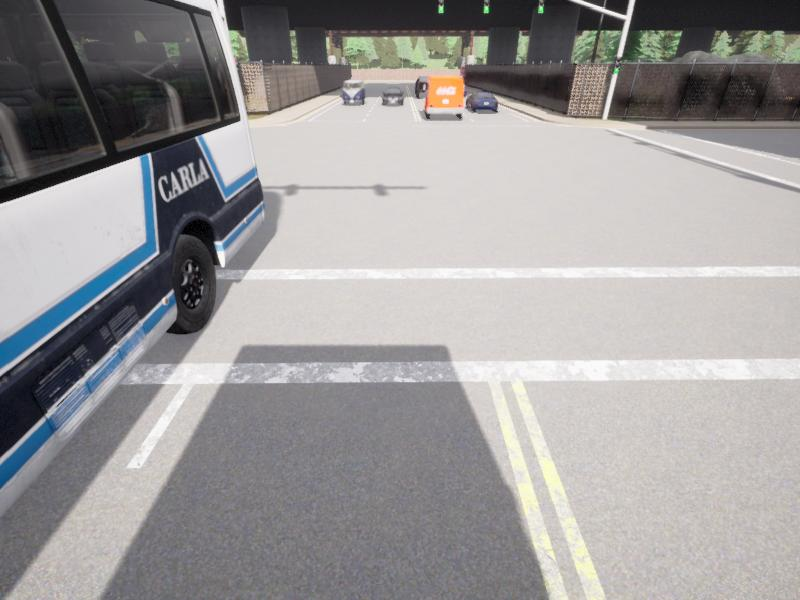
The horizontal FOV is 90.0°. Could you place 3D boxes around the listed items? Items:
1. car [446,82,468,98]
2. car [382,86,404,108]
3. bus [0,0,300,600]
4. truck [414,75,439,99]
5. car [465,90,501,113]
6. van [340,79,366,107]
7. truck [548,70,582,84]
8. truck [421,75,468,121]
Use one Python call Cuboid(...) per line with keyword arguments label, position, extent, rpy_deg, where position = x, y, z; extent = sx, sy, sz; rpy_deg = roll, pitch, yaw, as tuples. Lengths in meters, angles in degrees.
Cuboid(label="car", position=(6.440, -23.898, 45.449), extent=(1.970, 1.475, 3.806), rpy_deg=(0, 30, 0))
Cuboid(label="car", position=(-0.603, -18.059, 35.485), extent=(1.812, 1.442, 4.674), rpy_deg=(0, 30, 0))
Cuboid(label="bus", position=(-3.958, -0.391, 2.462), extent=(3.944, 4.253, 10.273), rpy_deg=(0, 30, 0))
Cuboid(label="truck", position=(2.940, -24.347, 45.598), extent=(2.390, 2.098, 6.274), rpy_deg=(0, 30, 0))
Cuboid(label="car", position=(6.434, -15.712, 31.547), extent=(1.994, 1.385, 4.181), rpy_deg=(0, 30, 0))
Cuboid(label="van", position=(-4.129, -18.554, 35.795), extent=(1.775, 1.987, 4.442), rpy_deg=(0, 30, 0))
Cuboid(label="truck", position=(32.680, -44.306, 79.389), extent=(5.204, 2.467, 2.627), rpy_deg=(0, 30, 0))
Cuboid(label="truck", position=(2.932, -14.075, 27.666), extent=(2.627, 2.467, 5.204), rpy_deg=(0, 31, 0))
